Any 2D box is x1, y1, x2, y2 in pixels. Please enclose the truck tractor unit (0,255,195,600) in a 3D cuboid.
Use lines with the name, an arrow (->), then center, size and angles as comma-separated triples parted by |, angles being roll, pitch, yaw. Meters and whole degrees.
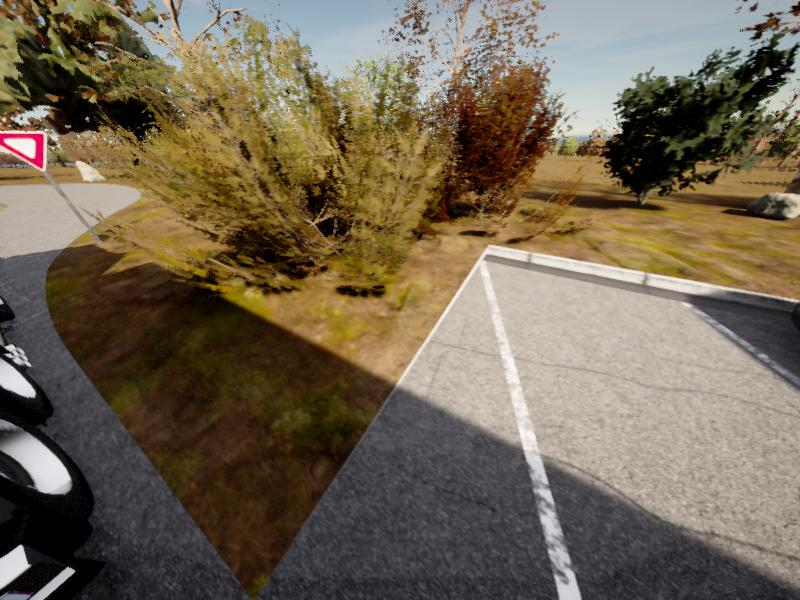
truck tractor unit -> -5.093, -0.317, 0.802 | 6.516, 4.208, 3.053 | 19, 39, 25

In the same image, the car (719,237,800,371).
car -> 5.641, 1.121, 1.012 | 2.231, 1.521, 4.892 | 6, 35, 8
